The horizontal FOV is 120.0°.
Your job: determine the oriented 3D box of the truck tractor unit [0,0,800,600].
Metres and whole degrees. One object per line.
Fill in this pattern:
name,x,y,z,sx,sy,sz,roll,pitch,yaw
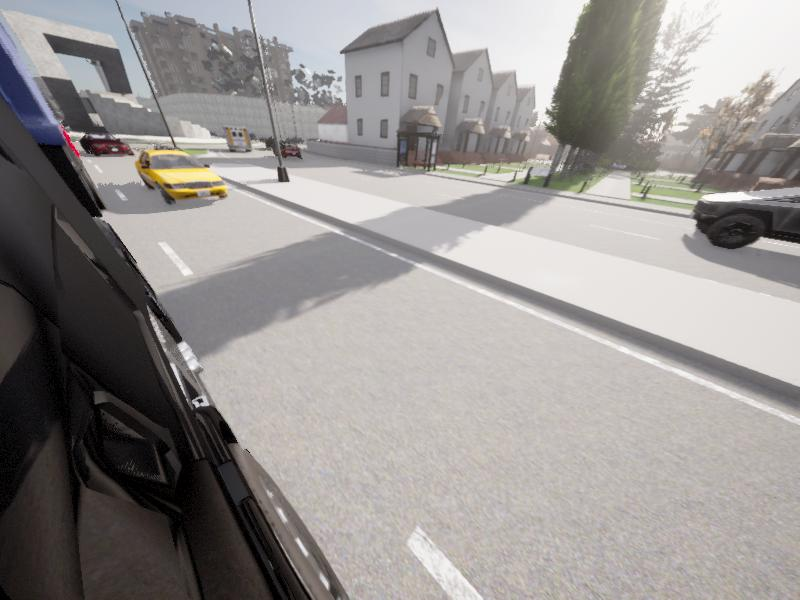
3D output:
truck tractor unit,-2.645,-0.295,0.351,6.516,4.208,3.053,28,44,30

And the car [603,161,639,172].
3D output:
car,46.375,-28.182,48.610,4.974,1.542,2.038,17,37,18

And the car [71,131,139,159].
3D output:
car,-21.766,-11.462,17.041,4.181,1.385,1.994,23,39,25

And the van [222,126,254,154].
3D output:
van,-19.568,-19.363,27.810,2.351,2.431,6.366,-17,40,-28

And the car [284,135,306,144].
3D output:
car,-28.698,-43.821,63.073,2.038,1.542,4.974,30,42,32

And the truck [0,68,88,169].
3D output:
truck,-21.590,-9.960,12.714,8.468,3.827,2.891,24,39,26

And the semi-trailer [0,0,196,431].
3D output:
semi-trailer,-8.601,-3.639,4.363,14.254,4.402,2.717,28,39,31

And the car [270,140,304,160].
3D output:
car,-12.088,-16.000,24.597,1.816,1.474,4.193,-23,43,-34

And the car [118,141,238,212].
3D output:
car,-8.510,-4.884,8.774,5.366,1.575,1.801,28,41,30

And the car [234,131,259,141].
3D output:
car,-37.787,-40.408,57.035,4.856,1.649,2.033,12,35,10

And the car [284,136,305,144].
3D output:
car,-27.407,-41.641,60.129,1.812,1.442,4.674,31,42,33

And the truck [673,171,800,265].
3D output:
truck,13.130,-2.141,6.723,6.274,2.098,2.390,28,41,30

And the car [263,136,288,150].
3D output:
car,-19.225,-24.445,35.913,1.930,1.638,5.238,-2,35,-9
